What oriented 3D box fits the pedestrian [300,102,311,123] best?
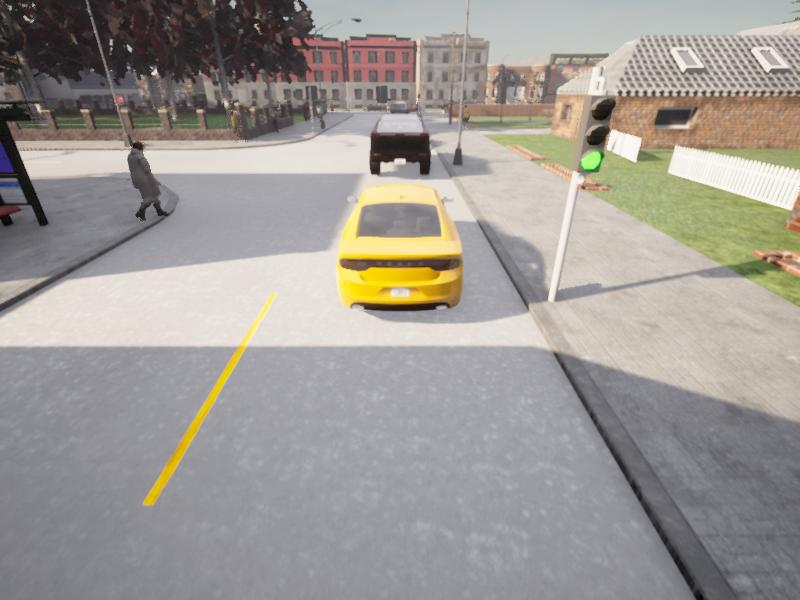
[{"bbox_3d":[-9.251,-18.327,39.142,0.751,1.860,0.751,0,28,0],"label":"pedestrian"}]

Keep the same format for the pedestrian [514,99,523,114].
[{"bbox_3d":[16.122,-26.341,54.440,0.751,1.860,0.751,-3,28,-5],"label":"pedestrian"}]

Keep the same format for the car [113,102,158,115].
[{"bbox_3d":[-39.860,-28.952,60.426,5.238,1.638,1.930,0,28,0],"label":"car"}]

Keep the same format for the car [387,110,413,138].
[{"bbox_3d":[0.005,-13.284,30.060,1.851,1.617,3.988,0,28,0],"label":"car"}]

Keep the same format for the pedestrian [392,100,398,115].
[{"bbox_3d":[-0.709,-26.566,55.099,0.751,1.860,0.751,2,28,4],"label":"pedestrian"}]

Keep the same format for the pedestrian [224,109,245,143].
[{"bbox_3d":[-10.207,-10.781,24.735,0.751,1.860,0.751,-5,28,-9],"label":"pedestrian"}]

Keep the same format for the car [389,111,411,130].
[{"bbox_3d":[-0.003,-16.113,35.798,1.895,1.301,4.718,0,28,0],"label":"car"}]

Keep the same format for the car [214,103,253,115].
[{"bbox_3d":[-25.095,-28.870,60.479,4.902,1.511,2.128,0,28,0],"label":"car"}]

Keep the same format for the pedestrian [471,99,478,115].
[{"bbox_3d":[9.937,-25.716,53.248,0.751,1.860,0.751,3,28,5],"label":"pedestrian"}]

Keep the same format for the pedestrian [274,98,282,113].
[{"bbox_3d":[-17.263,-27.415,56.502,0.751,1.860,0.751,-2,28,-4],"label":"pedestrian"}]

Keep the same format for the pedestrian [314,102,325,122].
[{"bbox_3d":[-8.195,-19.073,40.567,0.751,1.860,0.751,2,28,4],"label":"pedestrian"}]

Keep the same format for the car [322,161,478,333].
[{"bbox_3d":[0.002,-1.380,7.402,1.882,1.535,5.008,0,28,0],"label":"car"}]

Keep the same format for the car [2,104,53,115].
[{"bbox_3d":[-56.252,-28.842,60.470,5.357,1.411,2.033,0,28,0],"label":"car"}]

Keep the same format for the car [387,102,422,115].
[{"bbox_3d":[0.684,-30.470,63.641,5.027,1.651,2.152,-9,29,-17],"label":"car"}]

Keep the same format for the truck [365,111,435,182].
[{"bbox_3d":[0.002,-6.768,17.087,2.390,2.098,6.274,0,28,0],"label":"truck"}]

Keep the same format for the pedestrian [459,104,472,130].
[{"bbox_3d":[5.328,-14.955,32.700,0.751,1.860,0.751,-3,28,-6],"label":"pedestrian"}]

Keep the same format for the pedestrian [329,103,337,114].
[{"bbox_3d":[-9.384,-26.755,55.842,0.751,1.300,0.751,5,28,10],"label":"pedestrian"}]

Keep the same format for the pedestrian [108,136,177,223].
[{"bbox_3d":[-6.210,-2.921,9.710,0.751,1.860,0.751,21,34,35],"label":"pedestrian"}]

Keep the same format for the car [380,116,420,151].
[{"bbox_3d":[0.003,-10.144,24.166,2.128,1.511,4.902,0,28,0],"label":"car"}]

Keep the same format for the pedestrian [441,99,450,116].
[{"bbox_3d":[5.748,-24.356,50.634,0.751,1.860,0.751,18,32,30],"label":"pedestrian"}]

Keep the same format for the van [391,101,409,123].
[{"bbox_3d":[0.005,-19.992,42.460,1.775,1.987,4.442,0,28,0],"label":"van"}]

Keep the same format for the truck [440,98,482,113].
[{"bbox_3d":[9.656,-31.031,63.887,6.274,2.098,2.390,0,28,0],"label":"truck"}]

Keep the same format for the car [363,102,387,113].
[{"bbox_3d":[-4.022,-30.789,64.004,3.705,1.549,1.789,0,28,0],"label":"car"}]

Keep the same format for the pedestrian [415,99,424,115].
[{"bbox_3d":[2.558,-25.139,52.131,0.751,1.860,0.751,24,36,38],"label":"pedestrian"}]

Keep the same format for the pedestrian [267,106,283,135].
[{"bbox_3d":[-9.097,-13.086,29.136,0.751,1.860,0.751,-1,28,-2],"label":"pedestrian"}]
